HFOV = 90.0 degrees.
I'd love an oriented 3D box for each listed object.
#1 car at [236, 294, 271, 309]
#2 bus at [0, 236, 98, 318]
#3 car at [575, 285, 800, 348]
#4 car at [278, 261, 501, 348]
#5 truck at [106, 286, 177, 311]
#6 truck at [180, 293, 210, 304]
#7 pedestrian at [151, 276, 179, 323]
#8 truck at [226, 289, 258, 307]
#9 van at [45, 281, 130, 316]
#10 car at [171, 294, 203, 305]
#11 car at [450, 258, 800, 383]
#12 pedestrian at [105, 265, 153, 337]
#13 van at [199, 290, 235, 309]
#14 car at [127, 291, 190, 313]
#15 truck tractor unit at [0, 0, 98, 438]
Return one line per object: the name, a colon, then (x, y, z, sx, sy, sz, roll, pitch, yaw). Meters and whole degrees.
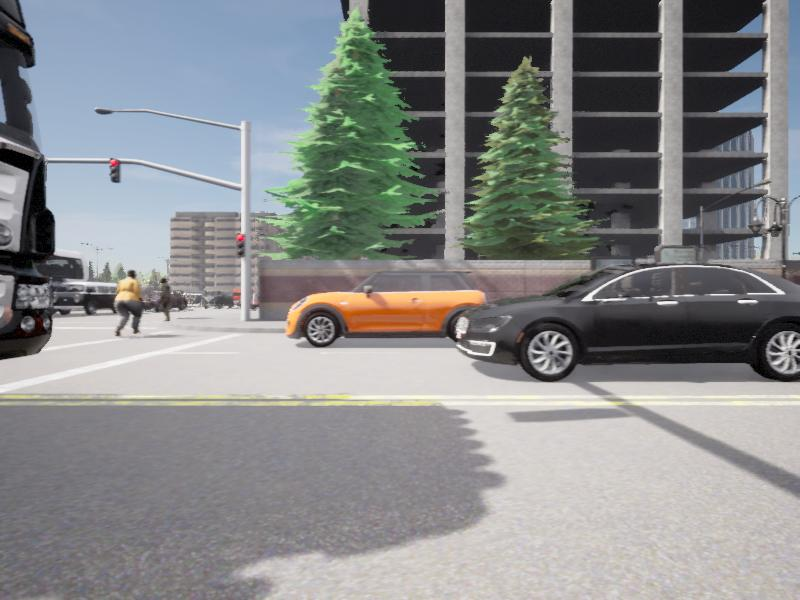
car: (-15.926, 0.177, 43.764, 2.128, 1.511, 4.902, 0, 0, -1)
bus: (-22.644, -1.195, 22.305, 3.944, 4.253, 10.273, 0, 0, 0)
car: (6.792, 0.345, 9.202, 4.718, 1.301, 1.895, 0, 0, 0)
car: (-0.211, 0.094, 9.201, 4.553, 1.767, 2.097, 0, 0, 0)
truck: (-22.863, -0.119, 35.803, 2.390, 2.098, 6.274, 0, 0, 0)
truck: (-38.495, -0.207, 75.107, 4.478, 2.038, 2.069, 0, 0, 0)
pedestrian: (-9.600, -0.021, 16.363, 0.751, 1.860, 0.751, 0, 0, -2)
truck: (-23.036, -0.305, 58.594, 2.627, 2.467, 5.204, 0, 0, 0)
van: (-19.330, -0.089, 25.052, 2.069, 2.038, 4.480, 0, 0, -5)
car: (-38.424, -0.112, 72.211, 4.605, 1.855, 1.932, 0, 0, 0)
car: (3.282, 0.245, 5.699, 4.892, 1.490, 1.837, 0, 0, 0)
pedestrian: (-7.230, 0.030, 10.707, 0.751, 1.860, 0.751, 0, 0, 1)
van: (-19.415, -0.063, 42.656, 1.775, 1.987, 4.442, 0, 0, 0)
car: (-19.338, 0.120, 32.353, 2.152, 1.651, 5.027, 0, 0, 0)
truck tractor unit: (-6.088, -1.138, 2.211, 6.516, 4.208, 3.053, 0, 0, 0)
